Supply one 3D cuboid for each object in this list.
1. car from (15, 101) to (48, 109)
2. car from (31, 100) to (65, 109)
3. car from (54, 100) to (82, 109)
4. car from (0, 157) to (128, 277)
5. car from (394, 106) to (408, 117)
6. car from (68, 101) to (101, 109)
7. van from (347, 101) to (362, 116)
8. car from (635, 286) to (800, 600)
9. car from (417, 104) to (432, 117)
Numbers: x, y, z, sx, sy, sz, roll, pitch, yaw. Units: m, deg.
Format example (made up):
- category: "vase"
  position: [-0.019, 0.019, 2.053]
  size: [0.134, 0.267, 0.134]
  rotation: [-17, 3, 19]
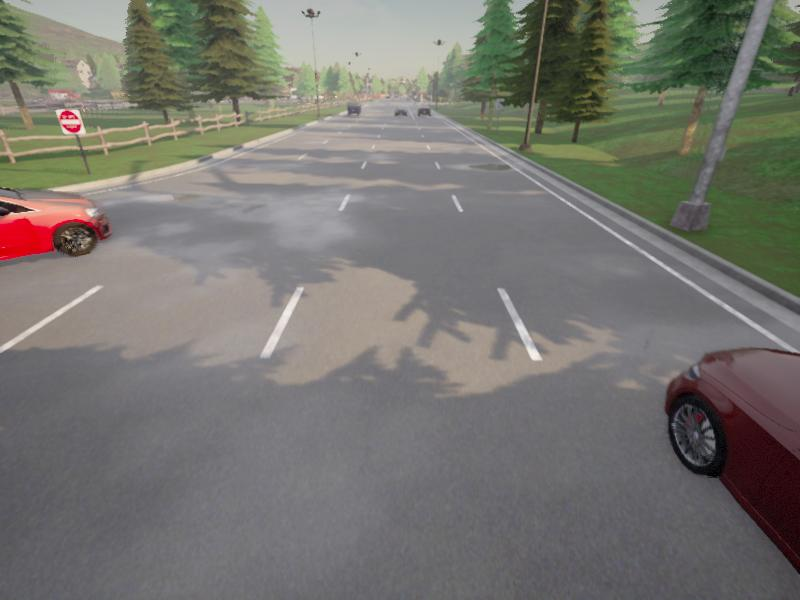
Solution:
- category: "car"
  position: [-71.436, -37.915, 77.675]
  size: [1.895, 1.301, 4.718]
  rotation: [0, 27, 0]
- category: "car"
  position: [-67.935, -37.775, 77.266]
  size: [2.163, 1.488, 4.792]
  rotation: [0, 27, 0]
- category: "car"
  position: [-64.438, -37.994, 77.680]
  size: [1.851, 1.617, 3.988]
  rotation: [0, 27, 0]
- category: "car"
  position: [-8.309, -1.448, 7.473]
  size: [2.242, 1.667, 4.611]
  rotation: [23, 35, 36]
- category: "car"
  position: [0.142, -28.356, 60.137]
  size: [1.895, 1.301, 4.718]
  rotation: [0, 27, 0]
- category: "car"
  position: [-60.937, -37.723, 77.335]
  size: [2.033, 1.411, 5.357]
  rotation: [0, 27, 0]
- category: "van"
  position: [-6.855, -29.002, 60.534]
  size: [1.775, 1.987, 4.442]
  rotation: [0, 27, 0]
- category: "car"
  position: [3.501, 1.582, 2.008]
  size: [1.812, 1.442, 4.674]
  rotation: [0, 27, 0]
- category: "car"
  position: [3.646, -29.028, 61.110]
  size: [1.930, 1.638, 5.238]
  rotation: [0, 27, 0]
